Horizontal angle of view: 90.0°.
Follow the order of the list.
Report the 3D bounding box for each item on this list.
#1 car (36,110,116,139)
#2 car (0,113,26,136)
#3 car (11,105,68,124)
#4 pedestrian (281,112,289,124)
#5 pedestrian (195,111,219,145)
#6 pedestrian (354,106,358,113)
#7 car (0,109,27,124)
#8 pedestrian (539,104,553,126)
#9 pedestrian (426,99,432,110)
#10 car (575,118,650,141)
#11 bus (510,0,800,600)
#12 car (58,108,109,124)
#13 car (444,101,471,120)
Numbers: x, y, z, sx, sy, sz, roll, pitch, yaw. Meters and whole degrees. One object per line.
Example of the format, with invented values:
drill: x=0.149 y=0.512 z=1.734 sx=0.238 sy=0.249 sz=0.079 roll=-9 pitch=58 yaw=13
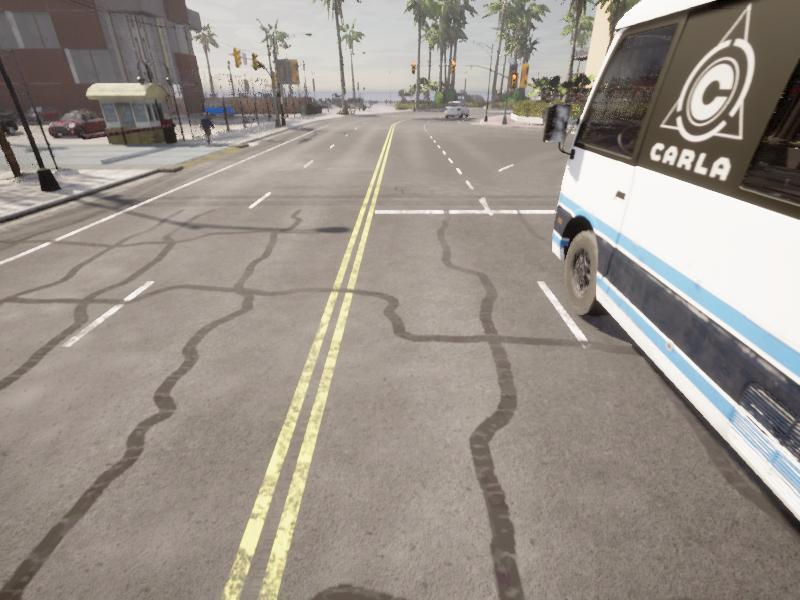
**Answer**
car: x=-24.561 y=-13.505 z=30.630 sx=2.185 sy=1.767 sz=4.553 roll=0 pitch=27 yaw=0
car: x=-32.161 y=-13.372 z=30.673 sx=2.097 sy=1.535 sz=5.008 roll=0 pitch=27 yaw=0
car: x=-40.900 y=-21.194 z=45.574 sx=2.185 sy=1.767 sz=4.553 roll=0 pitch=27 yaw=0
pedestrian: x=-12.213 y=-19.386 z=42.551 sx=0.500 sy=1.100 sz=0.500 roll=3 pitch=27 yaw=5
pedestrian: x=-11.973 y=-10.660 z=24.830 sx=0.751 sy=1.860 sz=0.751 roll=-1 pitch=27 yaw=-2
pedestrian: x=-7.088 y=-30.724 z=64.482 sx=0.500 sy=1.100 sz=0.500 roll=17 pitch=32 yaw=30
car: x=-45.961 y=-20.983 z=45.717 sx=2.161 sy=1.482 sz=4.786 roll=0 pitch=27 yaw=0
pedestrian: x=14.297 y=-18.167 z=39.268 sx=0.751 sy=1.860 sz=0.751 roll=-9 pitch=29 yaw=-16
pedestrian: x=5.658 y=-38.341 z=78.352 sx=0.751 sy=1.860 sz=0.751 roll=-19 pitch=33 yaw=-32
car: x=15.182 y=-12.281 z=28.790 sx=4.181 sy=1.385 sz=1.994 roll=3 pitch=28 yaw=6
bus: x=4.019 y=-0.115 z=2.149 sx=3.944 sy=4.253 sz=10.273 roll=0 pitch=28 yaw=1
car: x=-35.955 y=-21.038 z=45.615 sx=2.002 sy=1.452 sz=4.674 roll=0 pitch=27 yaw=0
car: x=7.747 y=-25.466 z=53.603 sx=2.150 sy=2.045 sz=5.566 roll=11 pitch=29 yaw=20
